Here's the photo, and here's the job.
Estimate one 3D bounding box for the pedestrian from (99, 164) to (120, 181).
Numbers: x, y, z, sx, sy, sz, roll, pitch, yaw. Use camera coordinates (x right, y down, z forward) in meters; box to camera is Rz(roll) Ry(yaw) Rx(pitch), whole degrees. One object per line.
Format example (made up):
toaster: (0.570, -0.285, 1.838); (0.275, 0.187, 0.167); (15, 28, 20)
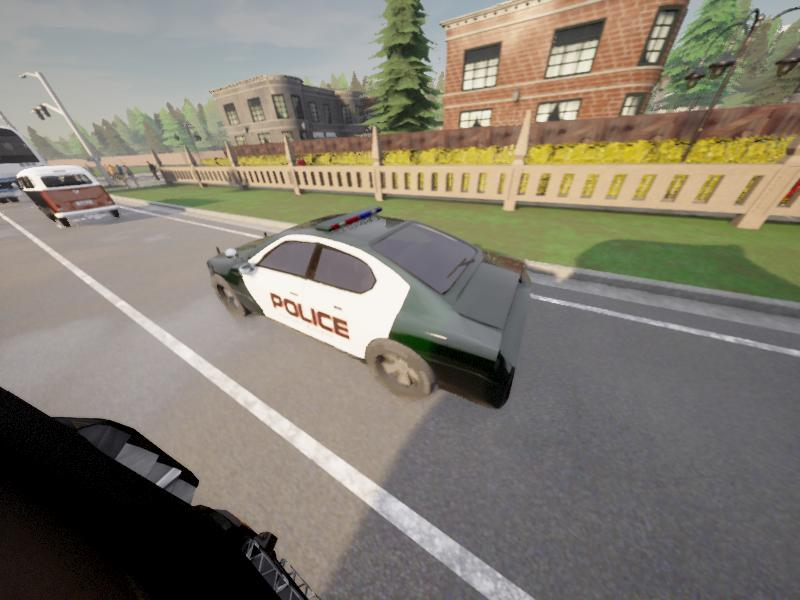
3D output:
pedestrian: (-36.026, -15.823, 28.644); (0.751, 1.860, 0.751); (20, 40, 30)

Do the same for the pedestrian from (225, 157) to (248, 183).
pedestrian: (-13.580, -10.829, 19.240); (0.751, 1.860, 0.751); (16, 38, 26)

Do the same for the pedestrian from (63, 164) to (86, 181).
pedestrian: (-41.943, -16.461, 29.742); (0.751, 1.860, 0.751); (11, 36, 19)

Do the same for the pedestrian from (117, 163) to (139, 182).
pedestrian: (-31.022, -14.547, 26.386); (0.751, 1.860, 0.751); (16, 38, 26)

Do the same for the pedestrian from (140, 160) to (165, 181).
pedestrian: (-25.944, -13.565, 24.242); (0.751, 1.860, 0.751); (0, 34, 4)

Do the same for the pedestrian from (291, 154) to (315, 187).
pedestrian: (-6.464, -8.646, 15.445); (0.751, 1.860, 0.751); (17, 38, 27)

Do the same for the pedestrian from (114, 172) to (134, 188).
pedestrian: (-23.829, -10.360, 19.947); (0.500, 1.100, 0.500); (5, 34, 12)

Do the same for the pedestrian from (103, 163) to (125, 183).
pedestrian: (-33.016, -14.655, 26.663); (0.751, 1.860, 0.751); (20, 40, 30)

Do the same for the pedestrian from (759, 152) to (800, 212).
pedestrian: (11.592, -3.529, 6.451); (0.751, 1.860, 0.751); (15, 37, 25)

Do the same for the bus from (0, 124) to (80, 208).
bus: (-28.214, -9.658, 16.668); (10.273, 4.253, 3.944); (21, 40, 31)

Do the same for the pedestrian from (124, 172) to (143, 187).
pedestrian: (-23.367, -10.607, 20.287); (0.500, 1.100, 0.500); (7, 35, 14)

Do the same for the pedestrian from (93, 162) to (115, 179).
pedestrian: (-38.285, -16.745, 29.910); (0.751, 1.860, 0.751); (5, 34, 11)

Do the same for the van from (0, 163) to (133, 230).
van: (-14.322, -4.537, 9.943); (4.480, 2.038, 2.069); (15, 37, 27)

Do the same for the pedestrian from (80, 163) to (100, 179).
pedestrian: (-41.048, -17.078, 30.608); (0.751, 1.860, 0.751); (18, 39, 28)

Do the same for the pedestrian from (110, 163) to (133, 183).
pedestrian: (-31.100, -14.180, 25.811); (0.751, 1.860, 0.751); (12, 36, 22)

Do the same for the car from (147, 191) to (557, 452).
car: (-0.892, -0.471, 3.340); (4.974, 1.542, 2.038); (16, 38, 26)
